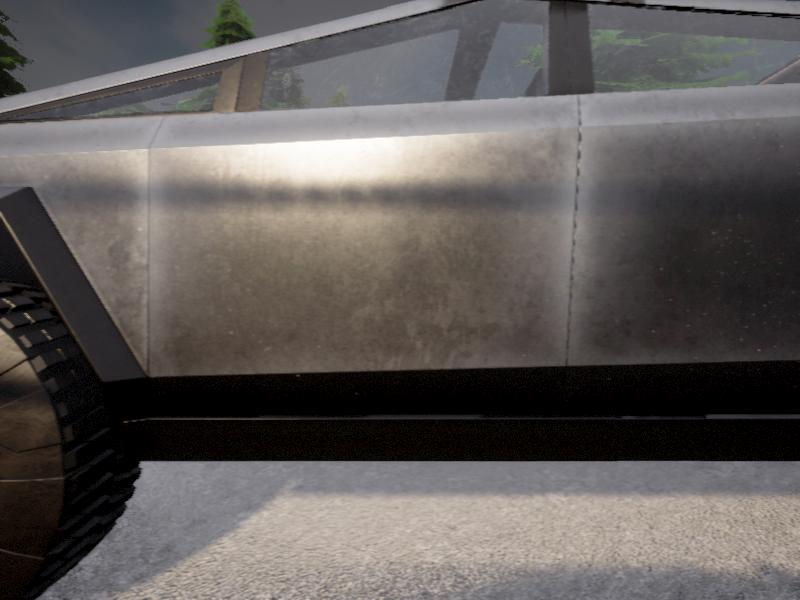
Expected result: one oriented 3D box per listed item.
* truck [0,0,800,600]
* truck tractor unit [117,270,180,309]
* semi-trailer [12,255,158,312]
[{"bbox_3d":[0.778,-0.058,2.181,6.274,2.098,2.390,0,0,0],"label":"truck"},{"bbox_3d":[-28.726,-1.162,46.050,3.053,4.208,6.516,0,0,0],"label":"truck tractor unit"},{"bbox_3d":[-28.709,-1.266,38.137,2.717,4.402,14.254,0,0,0],"label":"semi-trailer"}]
